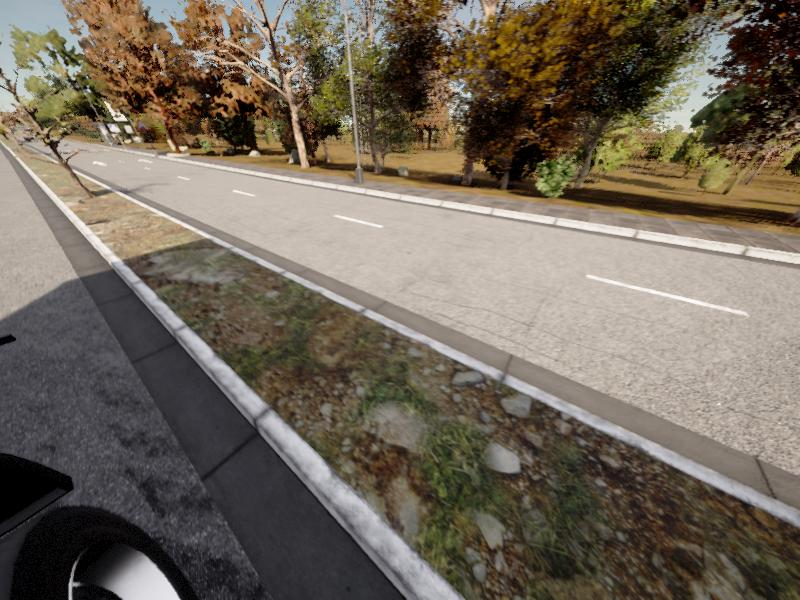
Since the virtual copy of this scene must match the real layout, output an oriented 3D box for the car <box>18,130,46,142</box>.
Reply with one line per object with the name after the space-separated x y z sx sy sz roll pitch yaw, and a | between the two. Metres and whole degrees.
-68.733 -30.610 43.120 4.856 1.649 2.033 24 41 27 | car
